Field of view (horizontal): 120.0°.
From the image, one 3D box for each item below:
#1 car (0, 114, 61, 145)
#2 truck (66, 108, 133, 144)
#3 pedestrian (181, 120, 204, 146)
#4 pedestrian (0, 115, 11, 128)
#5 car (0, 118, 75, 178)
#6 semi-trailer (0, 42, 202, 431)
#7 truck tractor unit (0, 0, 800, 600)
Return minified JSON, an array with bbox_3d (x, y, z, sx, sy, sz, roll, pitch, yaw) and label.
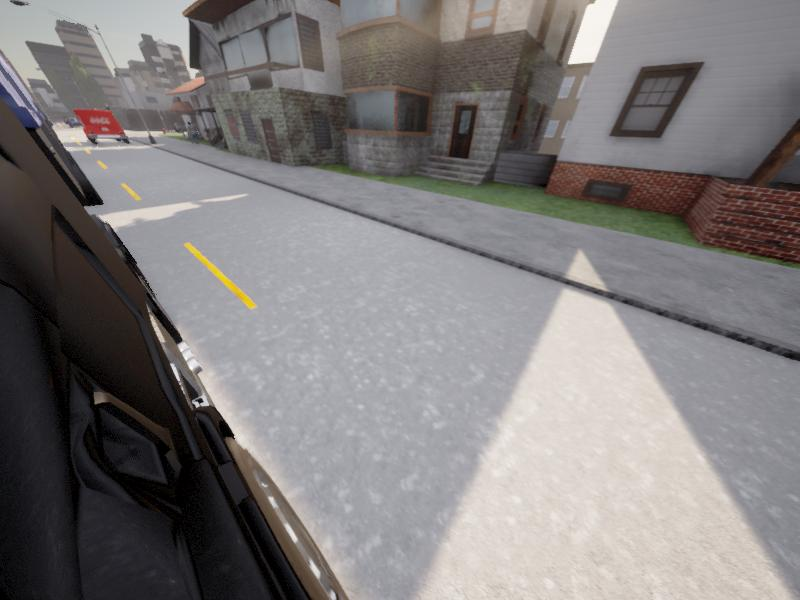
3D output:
[{"bbox_3d":[-30.192,-13.997,18.990,3.866,1.878,1.905,28,43,30],"label":"car"},{"bbox_3d":[-28.222,-16.314,21.730,5.204,2.467,2.627,27,43,29],"label":"truck"},{"bbox_3d":[-19.403,-15.613,21.634,0.751,1.860,0.751,28,43,30],"label":"pedestrian"},{"bbox_3d":[-55.887,-25.170,32.211,0.751,1.860,0.751,25,42,27],"label":"pedestrian"},{"bbox_3d":[-16.958,-6.970,10.381,4.605,1.855,1.932,28,44,30],"label":"car"},{"bbox_3d":[-8.700,-3.597,4.236,14.254,4.402,2.717,28,44,30],"label":"semi-trailer"},{"bbox_3d":[-2.645,-0.295,0.351,6.516,4.208,3.053,28,44,30],"label":"truck tractor unit"}]
